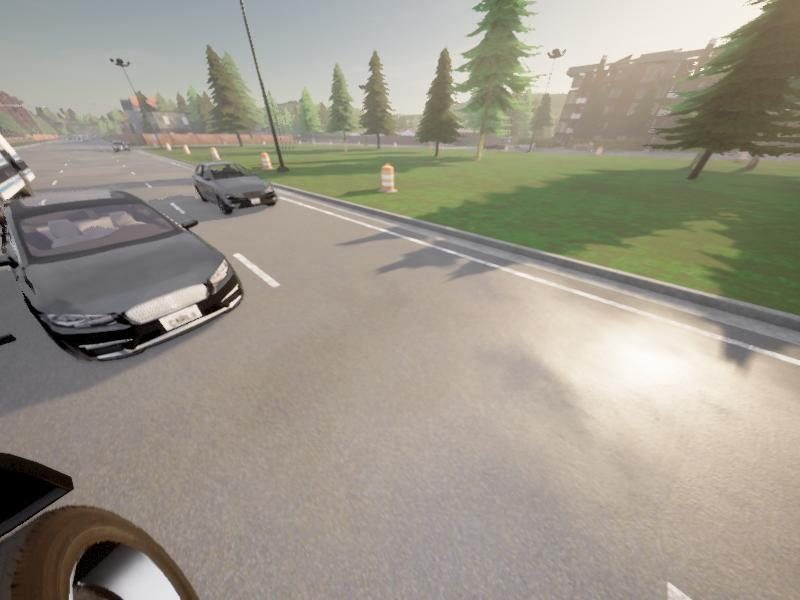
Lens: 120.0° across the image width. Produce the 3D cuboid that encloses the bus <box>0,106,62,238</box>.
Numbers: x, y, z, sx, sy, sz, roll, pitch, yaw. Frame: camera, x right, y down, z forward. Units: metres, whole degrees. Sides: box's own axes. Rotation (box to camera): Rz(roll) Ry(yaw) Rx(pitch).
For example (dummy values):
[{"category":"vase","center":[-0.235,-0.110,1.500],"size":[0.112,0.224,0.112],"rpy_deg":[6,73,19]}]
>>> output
[{"category":"bus","center":[-15.274,-4.819,6.928],"size":[10.273,4.253,3.944],"rpy_deg":[28,43,33]}]

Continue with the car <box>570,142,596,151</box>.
[{"category":"car","center":[37.812,-31.804,47.785],"size":[3.633,1.501,1.845],"rpy_deg":[28,44,33]}]

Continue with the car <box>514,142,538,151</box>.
[{"category":"car","center":[26.405,-32.340,48.494],"size":[3.633,1.501,1.845],"rpy_deg":[28,43,33]}]

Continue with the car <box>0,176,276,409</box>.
[{"category":"car","center":[-4.645,-0.830,3.739],"size":[4.902,1.511,2.128],"rpy_deg":[22,39,27]}]

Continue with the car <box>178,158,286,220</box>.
[{"category":"car","center":[-6.435,-4.397,8.795],"size":[4.193,1.474,1.816],"rpy_deg":[28,43,33]}]

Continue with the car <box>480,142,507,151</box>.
[{"category":"car","center":[19.978,-32.896,49.441],"size":[4.718,1.301,1.895],"rpy_deg":[28,44,33]}]

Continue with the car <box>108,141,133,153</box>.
[{"category":"car","center":[-44.601,-24.409,36.834],"size":[3.806,1.475,1.970],"rpy_deg":[28,44,33]}]
